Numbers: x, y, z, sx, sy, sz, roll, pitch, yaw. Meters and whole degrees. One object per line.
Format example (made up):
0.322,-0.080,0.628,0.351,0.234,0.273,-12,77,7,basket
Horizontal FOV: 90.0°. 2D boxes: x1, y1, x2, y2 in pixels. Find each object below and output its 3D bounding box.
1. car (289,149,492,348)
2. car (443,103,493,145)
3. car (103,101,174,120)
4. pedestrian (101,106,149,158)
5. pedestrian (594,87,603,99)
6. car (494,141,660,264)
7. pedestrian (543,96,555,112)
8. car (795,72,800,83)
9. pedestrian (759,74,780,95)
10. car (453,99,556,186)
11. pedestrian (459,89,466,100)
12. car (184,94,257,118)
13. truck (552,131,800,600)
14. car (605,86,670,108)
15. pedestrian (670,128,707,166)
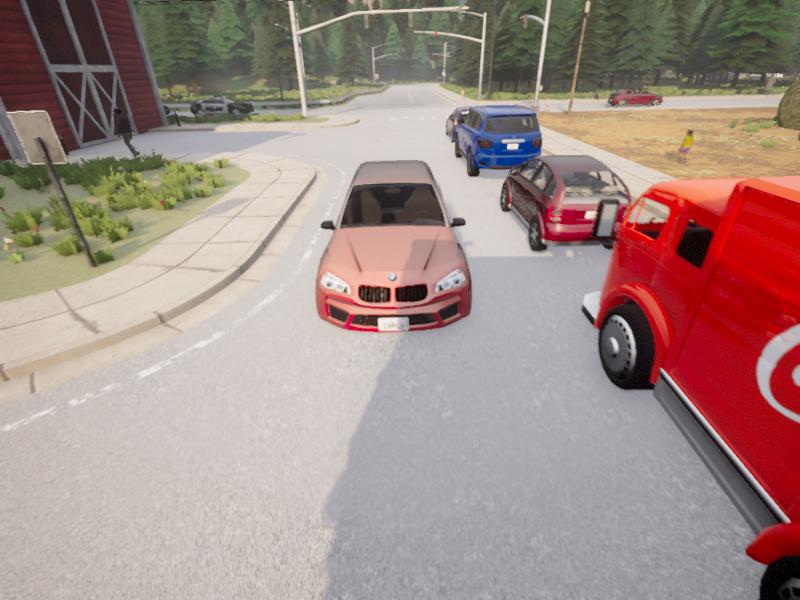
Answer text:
-0.102,-1.271,6.839,2.242,1.667,4.611,-1,30,0,car
3.312,-8.950,20.211,1.845,1.501,3.633,-1,30,0,car
-22.964,-16.739,35.256,4.718,1.301,1.895,-1,30,1,car
-11.012,-6.743,16.082,0.751,1.860,0.751,7,31,14,pedestrian
20.093,-20.979,40.576,0.500,1.100,0.500,2,30,6,pedestrian
3.387,-2.286,8.574,1.789,1.549,3.705,-1,30,0,car
11.230,-14.783,30.166,0.500,1.100,0.500,-4,30,-4,pedestrian
66.687,-35.880,64.492,1.970,1.475,3.806,0,30,2,car
37.032,-21.576,40.100,0.751,1.860,0.751,-5,30,-7,pedestrian
3.336,-5.798,14.205,2.150,2.045,5.566,-1,30,0,car
6.852,-22.509,43.778,0.500,1.100,0.500,12,32,22,pedestrian
-15.613,-16.985,35.011,5.238,1.638,1.930,-1,30,1,car
3.416,0.554,2.698,2.627,2.467,5.204,-1,30,0,truck
20.229,-17.382,34.278,4.193,1.474,1.816,-1,30,1,car
9.595,-5.114,13.331,0.500,1.100,0.500,-5,30,-7,pedestrian
